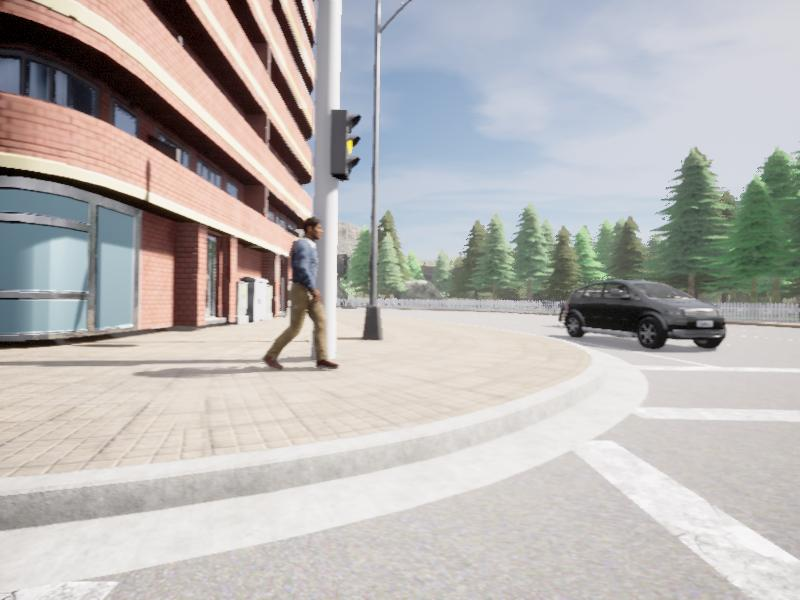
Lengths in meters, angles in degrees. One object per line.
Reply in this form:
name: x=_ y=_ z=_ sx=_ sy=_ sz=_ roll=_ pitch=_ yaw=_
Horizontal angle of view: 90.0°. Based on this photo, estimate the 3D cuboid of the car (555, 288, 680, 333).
car: x=8.043 y=0.361 z=15.198 sx=1.970 sy=1.475 sz=3.806 roll=1 pitch=0 yaw=-21

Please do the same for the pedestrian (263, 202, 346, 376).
pedestrian: x=-1.078 y=-0.120 z=4.687 sx=0.751 sy=1.860 sz=0.751 roll=1 pitch=0 yaw=1

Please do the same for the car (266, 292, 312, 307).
car: x=-12.794 y=-0.065 z=46.068 sx=4.611 sy=1.667 sz=2.242 roll=1 pitch=0 yaw=21

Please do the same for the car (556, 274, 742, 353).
car: x=5.771 y=0.278 z=9.862 sx=1.789 sy=1.549 sz=3.705 roll=1 pitch=0 yaw=-12
